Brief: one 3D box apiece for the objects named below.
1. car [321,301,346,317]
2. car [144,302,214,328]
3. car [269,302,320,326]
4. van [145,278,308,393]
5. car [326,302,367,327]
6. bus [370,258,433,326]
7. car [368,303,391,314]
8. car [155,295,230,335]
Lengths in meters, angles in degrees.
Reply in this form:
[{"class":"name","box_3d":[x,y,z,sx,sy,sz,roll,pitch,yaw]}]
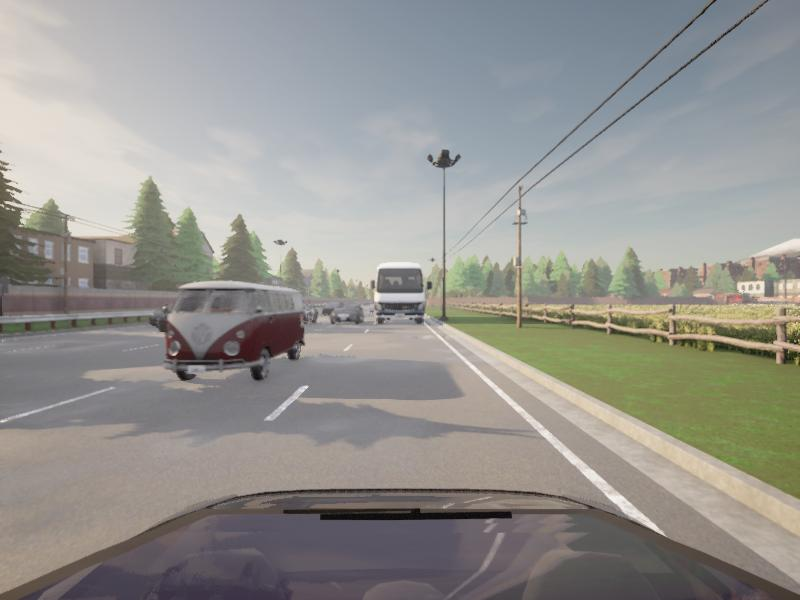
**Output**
[{"class":"car","box_3d":[-7.015,0.923,42.753,1.882,1.535,5.008,0,0,0]},{"class":"car","box_3d":[-14.008,0.889,25.699,2.007,1.525,4.514,0,0,0]},{"class":"car","box_3d":[-7.063,0.896,27.396,2.038,1.542,4.974,0,-1,2]},{"class":"van","box_3d":[-3.504,0.622,9.113,1.775,1.987,4.442,0,0,0]},{"class":"car","box_3d":[-3.509,0.902,27.265,2.128,1.511,4.902,0,0,0]},{"class":"bus","box_3d":[0.110,-0.463,30.194,3.944,4.253,10.273,0,0,0]},{"class":"car","box_3d":[-2.608,1.064,51.603,1.895,1.301,4.718,0,0,11]},{"class":"car","box_3d":[-10.509,0.695,20.613,1.905,1.878,3.866,0,0,0]}]
